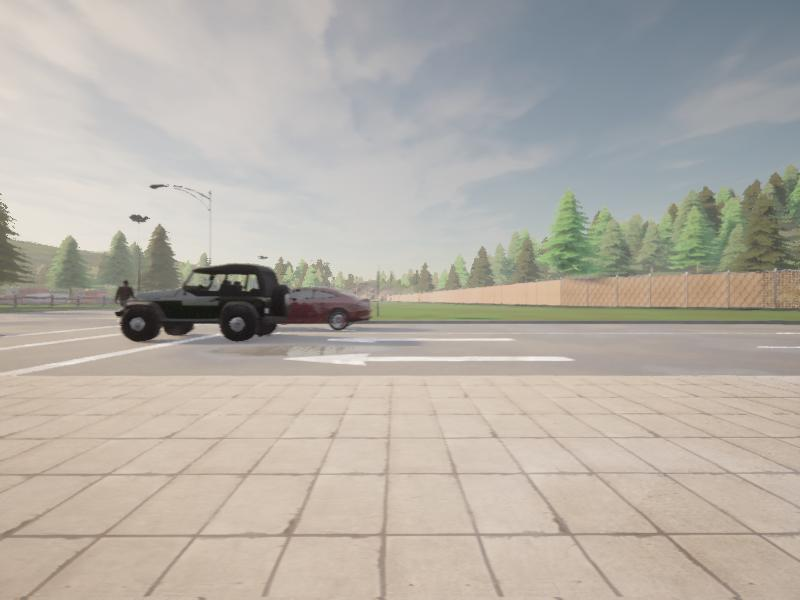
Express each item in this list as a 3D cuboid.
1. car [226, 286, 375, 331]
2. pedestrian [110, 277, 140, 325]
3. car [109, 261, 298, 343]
[{"bbox_3d":[-3.247,0.269,13.708,4.674,1.442,1.812,0,0,0],"label":"car"},{"bbox_3d":[-11.074,0.033,16.136,0.751,1.860,0.751,0,0,-13],"label":"pedestrian"},{"bbox_3d":[-4.782,0.046,10.199,3.866,1.878,1.905,0,0,0],"label":"car"}]
